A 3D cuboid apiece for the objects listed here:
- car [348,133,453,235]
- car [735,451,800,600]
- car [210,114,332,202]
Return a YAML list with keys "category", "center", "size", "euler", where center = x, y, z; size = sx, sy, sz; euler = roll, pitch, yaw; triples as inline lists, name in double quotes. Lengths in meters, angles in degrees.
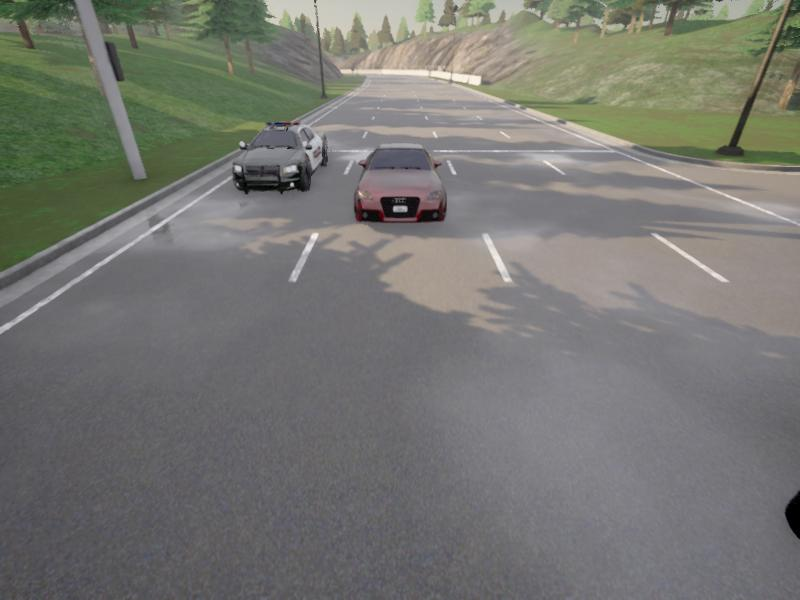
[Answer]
- category: "car"
  center: [0.006, -3.010, 9.724]
  size: [1.994, 1.385, 4.181]
  euler: [0, 30, 0]
- category: "car"
  center: [3.505, 2.358, 0.437]
  size: [2.038, 1.542, 4.974]
  euler: [0, 30, 0]
- category: "car"
  center: [-3.496, -4.458, 12.025]
  size: [2.038, 1.542, 4.974]
  euler: [0, 31, 0]
